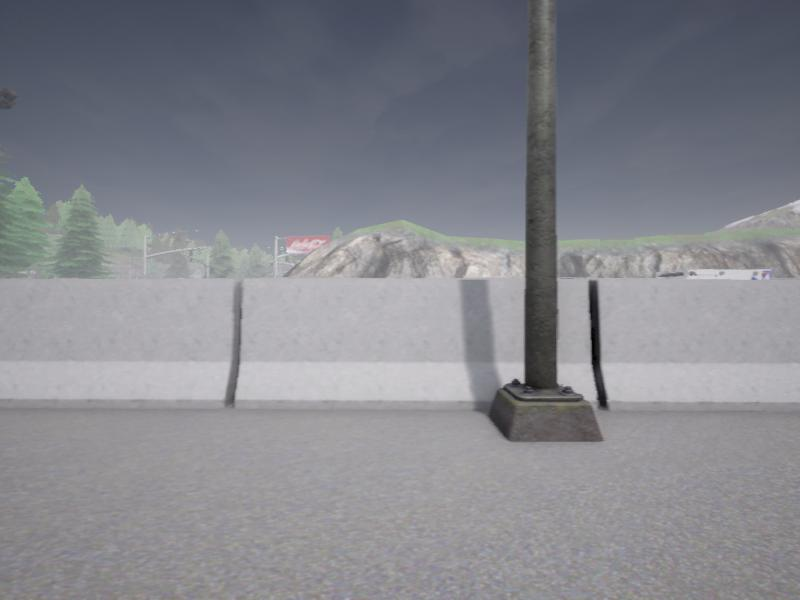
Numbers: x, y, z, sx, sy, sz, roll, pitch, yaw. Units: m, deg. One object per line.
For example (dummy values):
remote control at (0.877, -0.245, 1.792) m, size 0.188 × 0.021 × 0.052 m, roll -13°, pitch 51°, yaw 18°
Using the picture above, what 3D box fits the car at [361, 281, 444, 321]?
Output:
car at (0.122, 0.044, 19.702) m, size 3.866 × 1.878 × 1.905 m, roll 0°, pitch 0°, yaw 0°

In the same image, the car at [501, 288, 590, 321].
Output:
car at (7.056, 0.222, 19.697) m, size 3.705 × 1.549 × 1.789 m, roll 0°, pitch 0°, yaw 0°

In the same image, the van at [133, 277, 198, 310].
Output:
van at (-19.448, -0.499, 33.538) m, size 1.988 × 2.561 × 5.915 m, roll 0°, pitch 0°, yaw 0°

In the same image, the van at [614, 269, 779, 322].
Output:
van at (14.347, -0.206, 19.692) m, size 6.366 × 2.431 × 2.351 m, roll 0°, pitch 0°, yaw 0°
